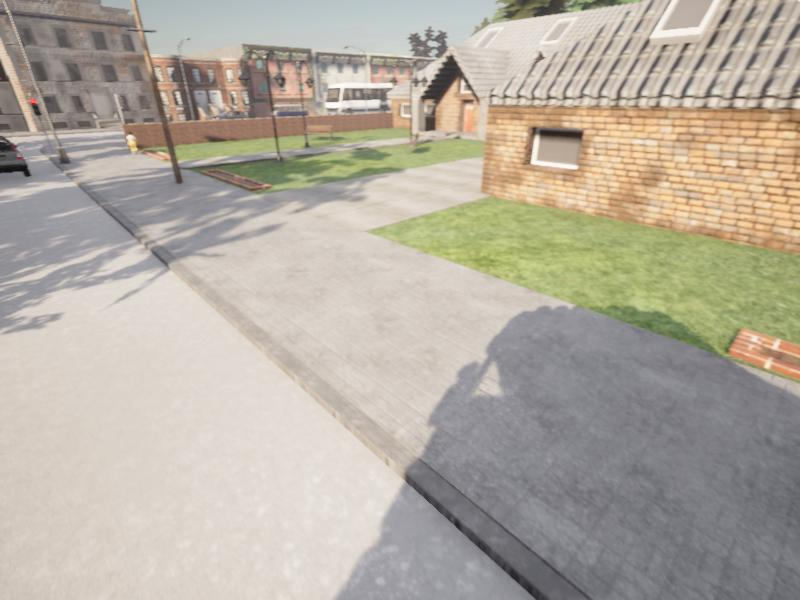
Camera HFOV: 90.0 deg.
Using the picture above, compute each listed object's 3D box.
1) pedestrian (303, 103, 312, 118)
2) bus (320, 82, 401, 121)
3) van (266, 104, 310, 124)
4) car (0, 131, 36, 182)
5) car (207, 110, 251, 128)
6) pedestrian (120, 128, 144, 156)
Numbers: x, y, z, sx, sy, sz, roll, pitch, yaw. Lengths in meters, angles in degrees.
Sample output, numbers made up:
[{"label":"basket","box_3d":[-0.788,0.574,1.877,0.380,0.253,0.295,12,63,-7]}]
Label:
[{"label":"pedestrian","box_3d":[-12.749,-26.103,55.145,0.751,1.860,0.751,-23,35,-36]},{"label":"bus","box_3d":[-4.946,-26.261,52.894,10.273,4.253,3.944,-23,35,-37]},{"label":"van","box_3d":[-13.059,-21.800,46.854,4.442,1.987,1.775,-23,35,-37]},{"label":"car","box_3d":[-17.238,-6.169,17.059,1.851,1.617,3.988,-24,35,-37]},{"label":"car","box_3d":[-18.206,-19.347,42.681,3.633,1.501,1.845,-24,35,-37]},{"label":"pedestrian","box_3d":[-14.629,-8.642,21.845,0.751,1.300,0.751,-18,32,-30]}]
